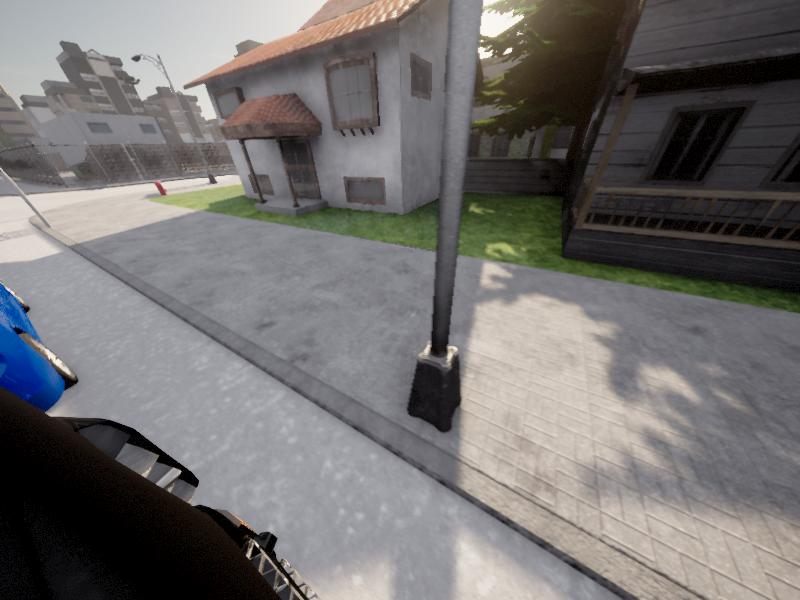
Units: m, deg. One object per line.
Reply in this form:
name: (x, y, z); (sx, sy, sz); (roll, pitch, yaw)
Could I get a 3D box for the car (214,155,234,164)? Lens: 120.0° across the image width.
car: (-40.204, -32.136, 52.864); (3.705, 1.547, 1.789); (16, 38, 26)

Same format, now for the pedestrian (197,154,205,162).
pedestrian: (-59.844, -42.625, 69.389); (0.751, 1.860, 0.751); (9, 35, 16)

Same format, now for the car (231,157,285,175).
car: (-16.655, -15.971, 27.423); (2.163, 1.488, 4.792); (16, 38, 26)

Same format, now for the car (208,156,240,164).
car: (-40.318, -32.213, 53.115); (2.033, 1.415, 5.357); (16, 38, 26)

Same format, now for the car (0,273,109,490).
car: (-5.501, 0.388, 2.245); (5.008, 1.535, 1.882); (16, 38, 26)

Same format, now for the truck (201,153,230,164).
truck: (-43.674, -33.556, 54.772); (2.069, 2.038, 4.478); (16, 38, 26)
